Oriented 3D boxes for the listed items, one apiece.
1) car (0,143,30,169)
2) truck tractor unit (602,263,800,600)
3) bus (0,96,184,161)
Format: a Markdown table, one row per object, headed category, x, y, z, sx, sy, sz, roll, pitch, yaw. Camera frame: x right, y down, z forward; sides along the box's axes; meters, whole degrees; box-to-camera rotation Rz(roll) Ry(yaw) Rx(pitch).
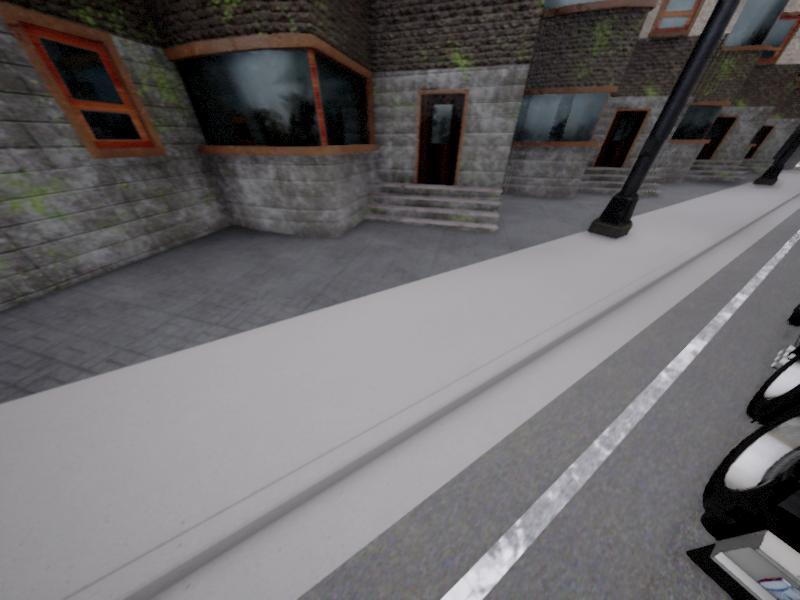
| category | x | y | z | sx | sy | sz | roll | pitch | yaw |
| --- | --- | --- | --- | --- | --- | --- | --- | --- | --- |
| car | -28.979 | -9.550 | 15.463 | 1.970 | 1.475 | 3.806 | 9 | 37 | 12 |
| truck tractor unit | 5.116 | -0.293 | 0.789 | 6.516 | 4.208 | 3.053 | -18 | 39 | -24 |
| bus | -29.569 | -17.037 | 23.321 | 3.944 | 4.253 | 10.273 | 9 | 37 | 12 |
